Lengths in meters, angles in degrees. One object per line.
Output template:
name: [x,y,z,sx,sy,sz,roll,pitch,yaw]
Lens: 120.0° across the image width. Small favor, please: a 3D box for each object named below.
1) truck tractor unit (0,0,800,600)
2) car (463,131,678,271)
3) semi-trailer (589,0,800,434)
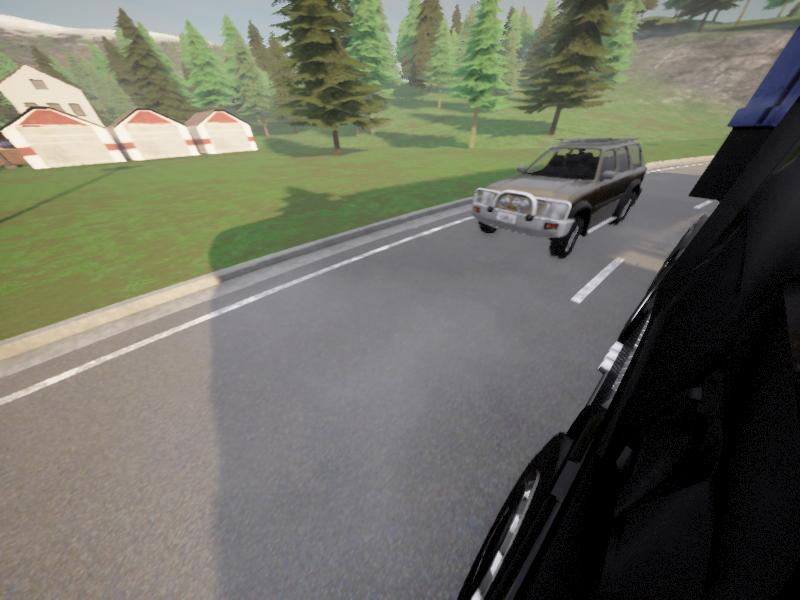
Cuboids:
truck tractor unit: [2.645,-0.295,0.351,6.516,4.208,3.053,-28,44,-30]
car: [3.843,-2.584,5.282,4.605,1.855,1.932,-25,42,-28]
semi-trailer: [9.284,-3.104,3.579,14.254,4.402,2.717,-21,40,-23]
